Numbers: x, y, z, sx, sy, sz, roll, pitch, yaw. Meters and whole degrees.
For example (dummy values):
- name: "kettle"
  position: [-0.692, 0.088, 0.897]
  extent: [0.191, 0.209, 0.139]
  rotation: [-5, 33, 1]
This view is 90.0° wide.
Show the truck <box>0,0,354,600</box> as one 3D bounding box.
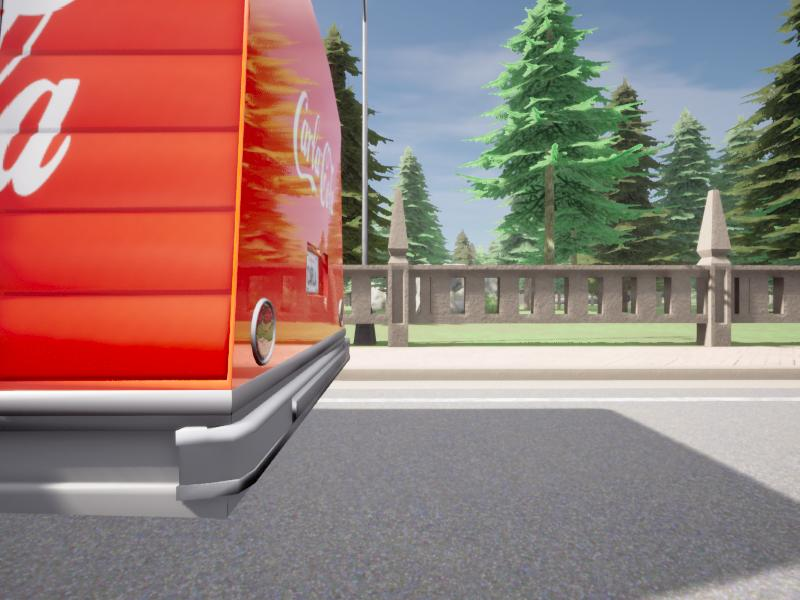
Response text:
- name: "truck"
  position: [-2.993, -0.247, 2.167]
  extent: [5.204, 2.467, 2.627]
  rotation: [0, 0, -1]
